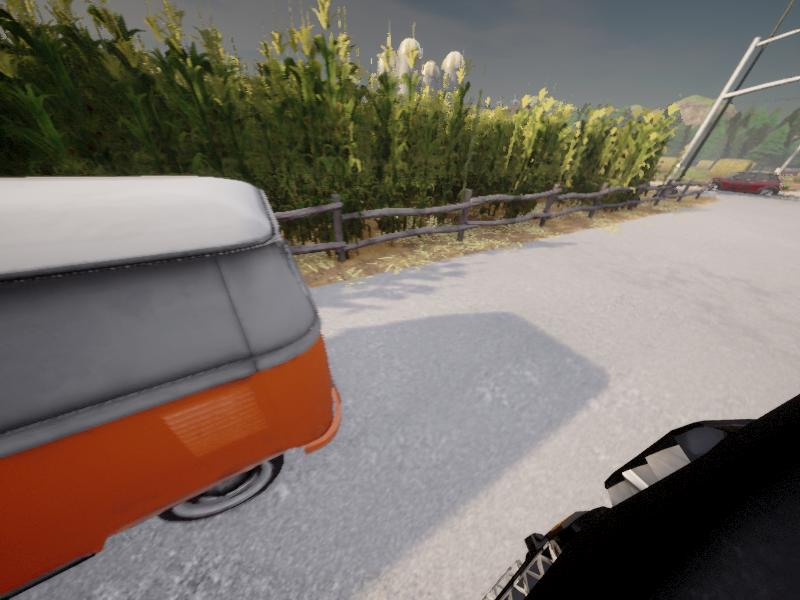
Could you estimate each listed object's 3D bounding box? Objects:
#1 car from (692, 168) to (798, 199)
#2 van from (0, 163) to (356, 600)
[{"bbox_3d":[29.324,-10.194,19.998,4.553,1.767,2.097,29,41,33],"label":"car"},{"bbox_3d":[-2.694,0.592,1.050,4.442,1.987,1.775,-16,38,-26],"label":"van"}]
